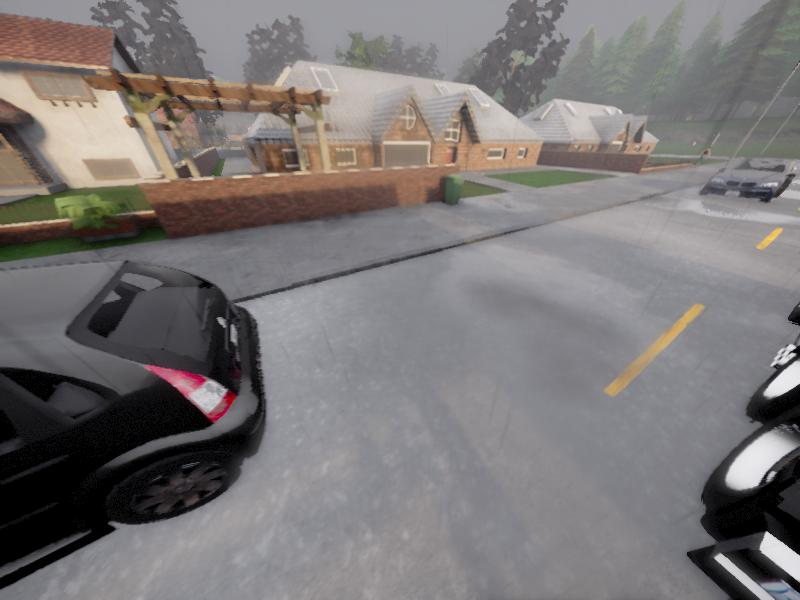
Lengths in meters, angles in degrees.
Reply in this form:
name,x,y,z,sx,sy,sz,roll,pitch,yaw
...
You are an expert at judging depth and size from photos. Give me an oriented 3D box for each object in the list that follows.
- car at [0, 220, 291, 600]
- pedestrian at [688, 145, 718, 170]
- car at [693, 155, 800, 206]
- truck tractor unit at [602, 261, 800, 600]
name,x,y,z,sx,sy,sz,roll,pitch,yaw
car,-3.103,0.887,1.294,3.988,1.617,1.851,-19,39,-25
pedestrian,27.514,-12.947,21.000,0.751,1.860,0.751,-18,39,-24
car,17.109,-5.914,11.191,4.611,1.667,2.242,-19,39,-25
truck tractor unit,5.105,-0.307,0.787,6.516,4.208,3.053,-18,39,-24
